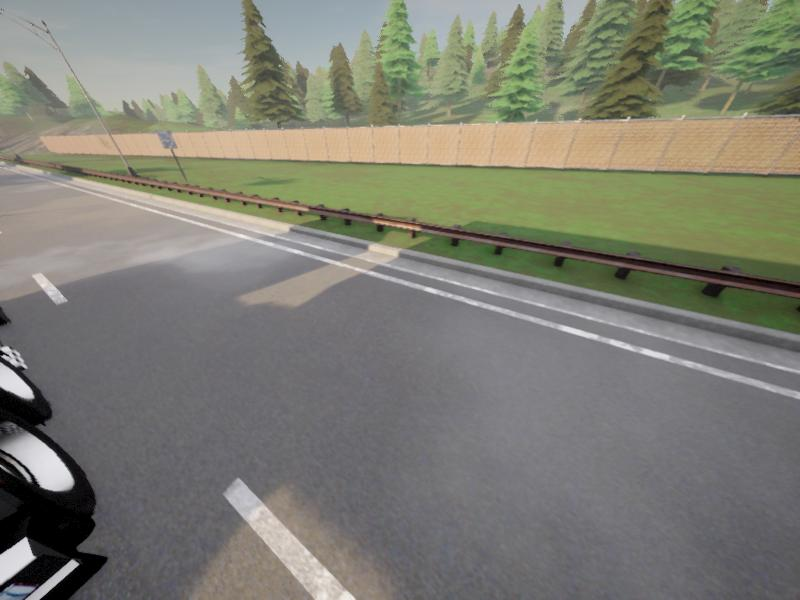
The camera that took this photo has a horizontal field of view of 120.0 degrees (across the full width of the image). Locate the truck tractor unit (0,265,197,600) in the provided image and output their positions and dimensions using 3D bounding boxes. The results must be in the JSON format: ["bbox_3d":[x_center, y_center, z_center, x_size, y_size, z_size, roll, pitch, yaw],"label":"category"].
[{"bbox_3d":[-5.114,-0.295,0.787,6.516,4.208,3.053,18,39,24],"label":"truck tractor unit"}]
